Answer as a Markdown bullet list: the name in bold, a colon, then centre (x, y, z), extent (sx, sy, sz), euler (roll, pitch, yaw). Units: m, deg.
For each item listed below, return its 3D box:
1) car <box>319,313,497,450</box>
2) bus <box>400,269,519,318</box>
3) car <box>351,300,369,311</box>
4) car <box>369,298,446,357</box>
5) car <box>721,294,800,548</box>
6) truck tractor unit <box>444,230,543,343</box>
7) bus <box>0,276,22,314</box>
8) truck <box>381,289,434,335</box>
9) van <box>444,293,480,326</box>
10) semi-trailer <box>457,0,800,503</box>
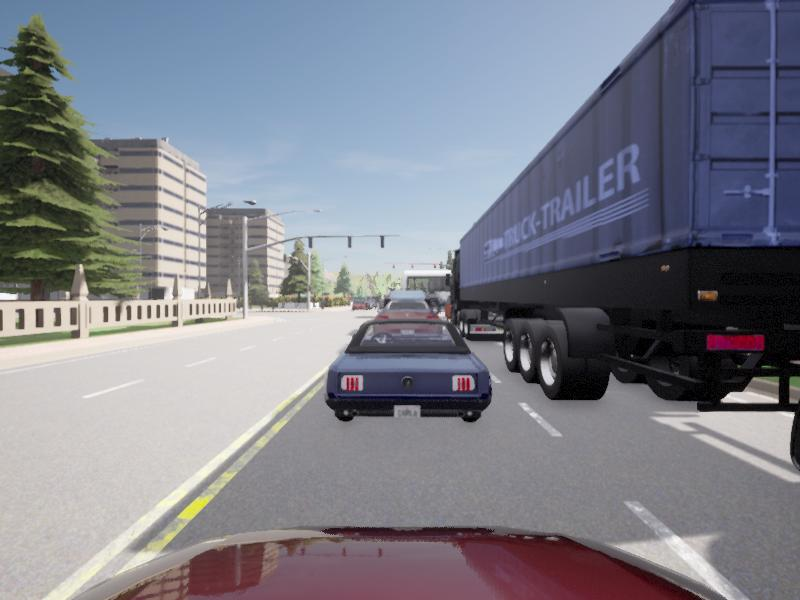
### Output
- **car**: centre (0.126, 0.941, 6.620), extent (1.895, 1.301, 4.718), euler (0, 0, 1)
- **bus**: centre (5.176, -0.550, 36.582), extent (10.273, 4.253, 3.944), euler (0, 0, 2)
- **car**: centre (-5.934, 0.801, 60.011), extent (2.007, 1.525, 4.514), euler (0, 0, 3)
- **car**: centre (0.260, 0.774, 13.741), extent (2.152, 1.651, 5.027), euler (0, 0, 1)
- **car**: centre (3.509, 0.779, 0.592), extent (1.930, 1.638, 5.238), euler (0, 0, 1)
- **truck tractor unit**: centre (3.842, -0.520, 18.114), extent (3.053, 4.208, 6.516), euler (0, 0, 1)
- **bus**: centre (-49.263, -0.553, 44.815), extent (10.273, 4.253, 3.944), euler (0, 0, 1)
- **truck**: centre (0.401, 0.532, 21.231), extent (2.390, 2.098, 6.274), euler (0, 0, 1)
- **van**: centre (4.008, 0.586, 26.517), extent (1.775, 1.987, 4.442), euler (0, 0, 1)
- **semi-trailer**: centre (3.698, -0.623, 10.201), extent (2.717, 4.402, 14.254), euler (0, 0, 1)
